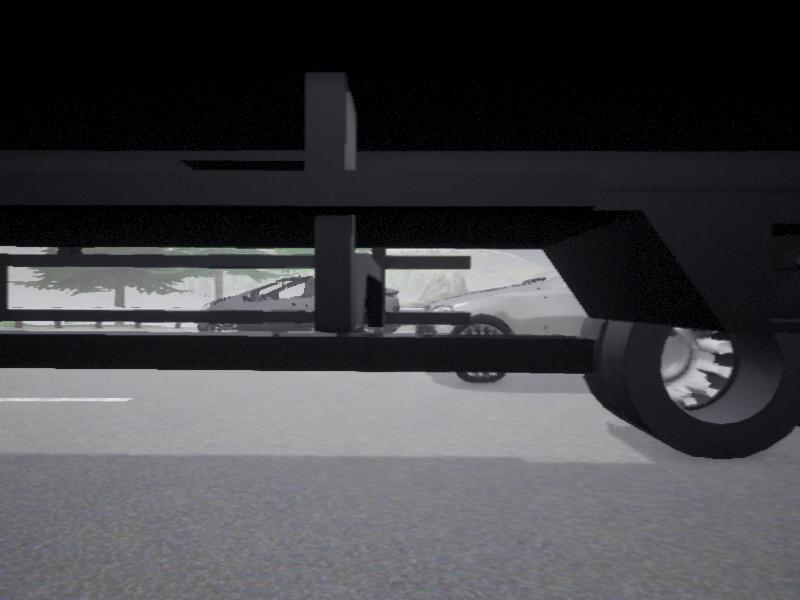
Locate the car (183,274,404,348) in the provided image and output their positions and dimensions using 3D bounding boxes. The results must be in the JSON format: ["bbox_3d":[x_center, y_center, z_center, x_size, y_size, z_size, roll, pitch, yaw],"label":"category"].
[{"bbox_3d":[-2.181,0.226,9.200,4.514,1.525,2.007,0,0,0],"label":"car"}]

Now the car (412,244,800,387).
[{"bbox_3d":[2.725,0.183,5.699,5.027,1.651,2.152,0,0,0],"label":"car"}]

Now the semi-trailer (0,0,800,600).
[{"bbox_3d":[0.608,-1.218,1.933,14.254,4.402,2.717,0,0,1],"label":"semi-trailer"}]
